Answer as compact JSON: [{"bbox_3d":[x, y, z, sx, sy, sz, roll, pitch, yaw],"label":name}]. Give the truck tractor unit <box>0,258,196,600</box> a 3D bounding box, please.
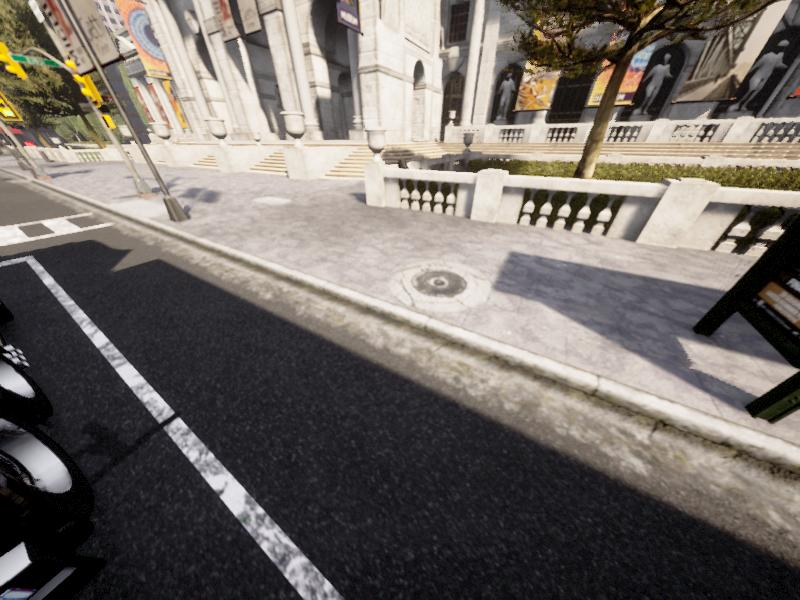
[{"bbox_3d":[-5.100,-0.312,0.792,6.516,4.208,3.053,19,39,25],"label":"truck tractor unit"}]
